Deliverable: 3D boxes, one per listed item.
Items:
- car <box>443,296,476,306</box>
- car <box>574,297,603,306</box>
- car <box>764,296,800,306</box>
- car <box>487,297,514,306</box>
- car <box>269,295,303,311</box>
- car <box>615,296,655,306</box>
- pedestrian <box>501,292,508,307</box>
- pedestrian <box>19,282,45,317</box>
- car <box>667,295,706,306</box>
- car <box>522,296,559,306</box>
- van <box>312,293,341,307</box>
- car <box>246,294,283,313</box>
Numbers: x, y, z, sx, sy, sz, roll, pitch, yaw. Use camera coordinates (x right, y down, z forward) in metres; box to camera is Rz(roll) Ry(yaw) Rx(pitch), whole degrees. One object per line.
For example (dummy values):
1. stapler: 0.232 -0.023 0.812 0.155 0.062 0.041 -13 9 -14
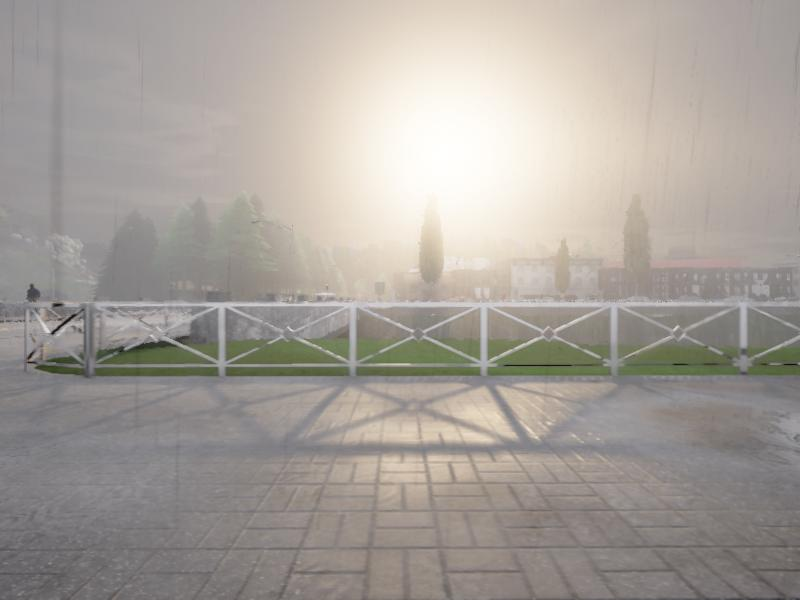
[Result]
1. car: 9.580 0.171 64.373 5.027 1.651 2.152 0 0 0
2. car: 30.375 0.255 64.462 3.806 1.475 1.970 0 0 0
3. car: 62.208 0.137 64.598 5.008 1.535 1.882 0 0 0
4. car: 16.156 0.234 64.401 3.806 1.475 1.970 0 0 0
5. car: -11.572 0.246 40.956 2.038 1.542 4.974 0 0 0
6. car: 37.876 0.120 64.494 5.238 1.638 1.930 0 0 0
7. pedestrian: 13.455 -0.080 51.640 0.751 1.860 0.751 0 0 0
8. pedestrian: -19.887 -0.037 21.642 0.751 1.860 0.751 0 0 -6
9. car: 46.132 0.105 64.529 4.856 1.649 2.033 0 0 0
10. car: 22.601 0.142 64.428 5.238 1.638 1.930 0 0 0
11. van: -11.567 -0.006 62.683 4.480 2.038 2.069 0 0 39
12. car: -11.549 0.273 34.356 1.816 1.474 4.193 0 0 0
